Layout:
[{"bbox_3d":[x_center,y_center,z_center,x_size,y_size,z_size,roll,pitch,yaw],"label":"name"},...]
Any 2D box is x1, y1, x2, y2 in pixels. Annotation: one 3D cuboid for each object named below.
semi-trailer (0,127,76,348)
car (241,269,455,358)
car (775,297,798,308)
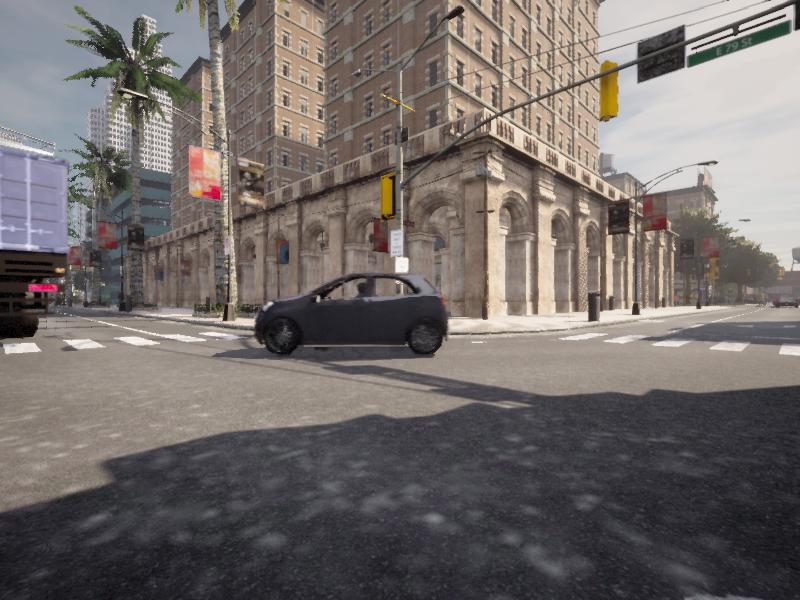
[{"bbox_3d":[-13.765,-1.223,12.114,14.254,4.402,2.717,0,0,37],"label":"semi-trailer"},{"bbox_3d":[-0.899,0.227,7.745,3.633,1.501,1.845,0,0,-1],"label":"car"},{"bbox_3d":[48.235,0.306,49.852,1.994,1.385,4.181,0,0,45],"label":"car"}]
